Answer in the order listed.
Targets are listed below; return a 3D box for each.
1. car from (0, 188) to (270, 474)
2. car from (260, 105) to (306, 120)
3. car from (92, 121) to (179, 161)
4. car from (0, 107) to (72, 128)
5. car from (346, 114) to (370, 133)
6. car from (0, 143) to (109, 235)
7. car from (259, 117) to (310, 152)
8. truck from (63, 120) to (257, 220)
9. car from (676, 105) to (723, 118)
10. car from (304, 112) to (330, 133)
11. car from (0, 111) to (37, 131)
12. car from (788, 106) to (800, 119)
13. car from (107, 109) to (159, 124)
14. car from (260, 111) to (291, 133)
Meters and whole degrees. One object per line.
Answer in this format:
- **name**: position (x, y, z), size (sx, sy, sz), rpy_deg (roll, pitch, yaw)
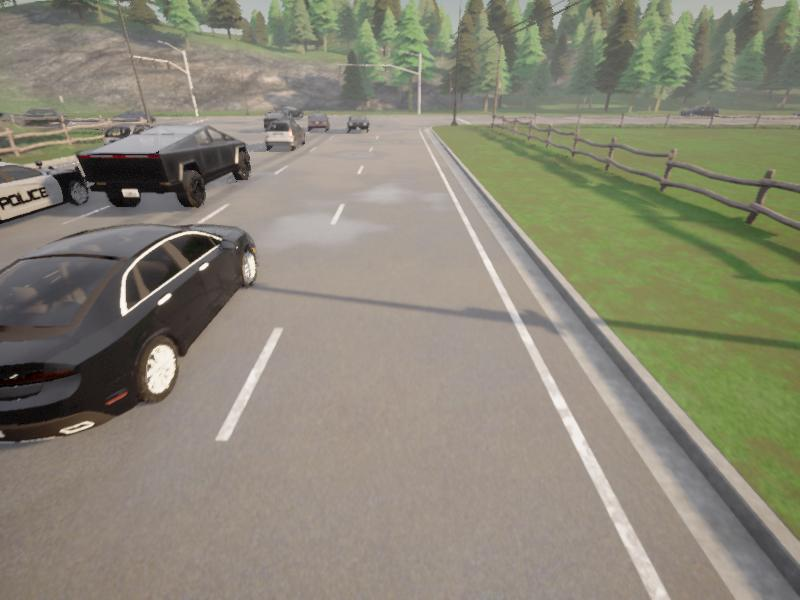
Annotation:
- **car**: position (-3.495, -0.234, 5.396), size (1.837, 1.490, 4.892), rpy_deg (0, 27, 0)
- **car**: position (-14.930, -23.977, 51.127), size (5.238, 1.638, 1.930), rpy_deg (9, 28, 17)
- **car**: position (-13.987, -8.646, 21.525), size (1.851, 1.617, 3.988), rpy_deg (0, 27, 0)
- **car**: position (-35.655, -18.008, 39.397), size (4.553, 1.767, 2.097), rpy_deg (-9, 29, -18)
- **car**: position (-3.717, -15.781, 35.670), size (1.895, 1.301, 4.718), rpy_deg (-2, 27, -4)
- **car**: position (-10.494, -2.913, 10.408), size (1.930, 1.638, 5.238), rpy_deg (0, 27, 0)
- **car**: position (-6.986, -10.260, 24.654), size (1.851, 1.617, 3.988), rpy_deg (0, 27, 0)
- **truck**: position (-6.998, -4.506, 12.991), size (2.390, 2.098, 6.274), rpy_deg (0, 27, 0)
- **car**: position (42.247, -26.642, 56.493), size (4.892, 1.490, 1.837), rpy_deg (0, 27, 1)
- **car**: position (-7.458, -16.273, 36.509), size (2.033, 1.411, 5.357), rpy_deg (-4, 28, -7)
- **car**: position (-36.157, -16.087, 35.975), size (4.514, 1.525, 2.007), rpy_deg (-10, 29, -19)
- **car**: position (55.400, -24.932, 53.265), size (4.902, 1.511, 2.128), rpy_deg (0, 27, 1)
- **car**: position (-29.431, -20.254, 44.211), size (4.181, 1.385, 1.994), rpy_deg (-6, 28, -11)
- **car**: position (-10.993, -15.908, 35.644), size (1.882, 1.535, 5.008), rpy_deg (-4, 28, -8)
